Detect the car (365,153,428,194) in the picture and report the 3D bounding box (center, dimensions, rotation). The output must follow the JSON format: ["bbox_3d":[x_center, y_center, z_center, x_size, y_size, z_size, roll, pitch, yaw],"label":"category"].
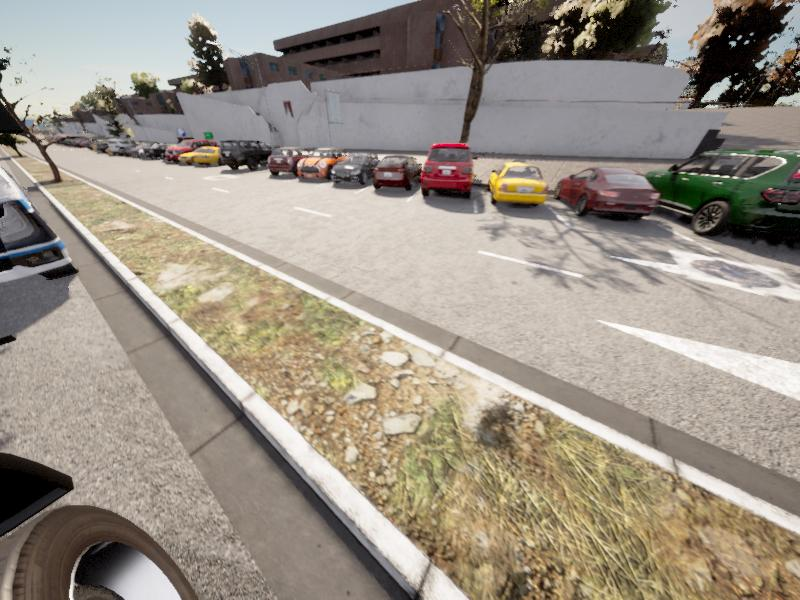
[{"bbox_3d":[0.037,-7.140,12.779,2.163,1.488,4.792,9,35,12],"label":"car"}]

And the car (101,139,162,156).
[{"bbox_3d":[-41.930,-24.035,36.367,2.435,2.045,5.566,9,35,12],"label":"car"}]

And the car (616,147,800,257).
[{"bbox_3d":[9.912,-3.389,7.042,2.435,2.045,5.566,9,35,12],"label":"car"}]

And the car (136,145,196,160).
[{"bbox_3d":[-29.592,-18.907,29.493,2.097,1.535,5.008,8,35,12],"label":"car"}]

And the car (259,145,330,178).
[{"bbox_3d":[-7.381,-10.200,16.814,2.185,1.767,4.553,9,35,12],"label":"car"}]

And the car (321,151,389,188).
[{"bbox_3d":[-2.428,-8.139,14.133,2.231,1.521,4.892,9,35,12],"label":"car"}]

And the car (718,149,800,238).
[{"bbox_3d":[12.369,-2.353,5.590,2.435,2.045,5.566,9,35,12],"label":"car"}]

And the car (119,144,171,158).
[{"bbox_3d":[-36.990,-21.804,33.721,2.002,1.452,4.674,9,35,12],"label":"car"}]

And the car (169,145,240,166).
[{"bbox_3d":[-19.756,-14.918,23.739,1.946,1.575,5.366,9,35,12],"label":"car"}]

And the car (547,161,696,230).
[{"bbox_3d":[7.433,-4.131,8.581,2.002,1.452,4.674,9,35,12],"label":"car"}]

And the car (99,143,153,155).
[{"bbox_3d":[-44.453,-24.706,37.728,1.946,1.575,5.366,9,35,11],"label":"car"}]

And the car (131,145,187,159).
[{"bbox_3d":[-32.054,-19.852,30.924,2.002,1.452,4.674,9,35,12],"label":"car"}]

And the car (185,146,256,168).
[{"bbox_3d":[-17.201,-14.144,22.640,1.946,1.575,5.366,9,35,12],"label":"car"}]

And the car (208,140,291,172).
[{"bbox_3d":[-12.306,-12.305,19.580,2.435,2.045,5.566,9,35,12],"label":"car"}]

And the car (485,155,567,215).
[{"bbox_3d":[5.016,-5.266,10.103,1.946,1.575,5.366,9,35,12],"label":"car"}]

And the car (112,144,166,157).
[{"bbox_3d":[-39.465,-22.818,35.135,2.163,1.488,4.792,9,35,12],"label":"car"}]

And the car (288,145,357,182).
[{"bbox_3d":[-4.889,-9.247,15.472,2.185,1.767,4.553,9,35,12],"label":"car"}]

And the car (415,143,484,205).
[{"bbox_3d":[2.510,-6.379,11.228,2.435,2.045,5.566,9,35,12],"label":"car"}]

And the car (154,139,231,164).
[{"bbox_3d":[-22.180,-16.183,25.126,2.435,2.045,5.566,9,35,12],"label":"car"}]

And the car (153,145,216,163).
[{"bbox_3d":[-24.653,-16.925,26.685,2.163,1.488,4.792,9,35,12],"label":"car"}]

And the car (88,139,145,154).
[{"bbox_3d":[-49.346,-26.988,40.481,2.435,2.045,5.566,9,36,11],"label":"car"}]

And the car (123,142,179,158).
[{"bbox_3d":[-34.514,-20.981,32.253,2.185,1.767,4.553,9,35,12],"label":"car"}]

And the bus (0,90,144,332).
[{"bbox_3d":[-10.224,-2.827,4.149,10.273,4.253,3.944,22,41,27],"label":"bus"}]
